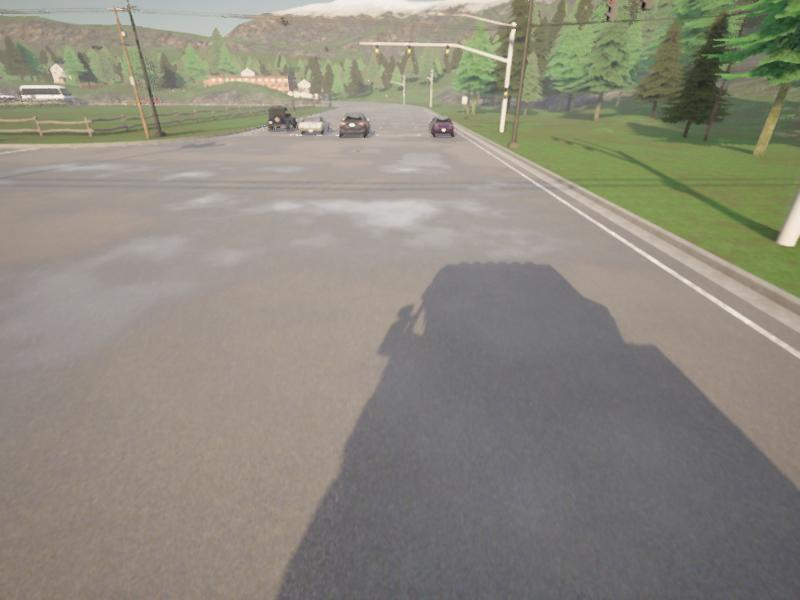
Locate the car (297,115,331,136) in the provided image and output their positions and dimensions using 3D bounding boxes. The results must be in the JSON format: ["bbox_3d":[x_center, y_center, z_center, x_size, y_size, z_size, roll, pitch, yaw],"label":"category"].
[{"bbox_3d":[-7.133,-14.800,33.772,1.895,1.301,4.718,0,27,0],"label":"car"}]

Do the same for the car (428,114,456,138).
[{"bbox_3d":[3.369,-14.295,32.725,1.816,1.474,4.193,0,27,0],"label":"car"}]

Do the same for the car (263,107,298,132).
[{"bbox_3d":[-10.638,-16.320,36.026,1.905,1.878,3.866,0,27,0],"label":"car"}]

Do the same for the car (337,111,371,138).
[{"bbox_3d":[-3.625,-14.204,32.250,2.242,1.667,4.611,0,27,0],"label":"car"}]
